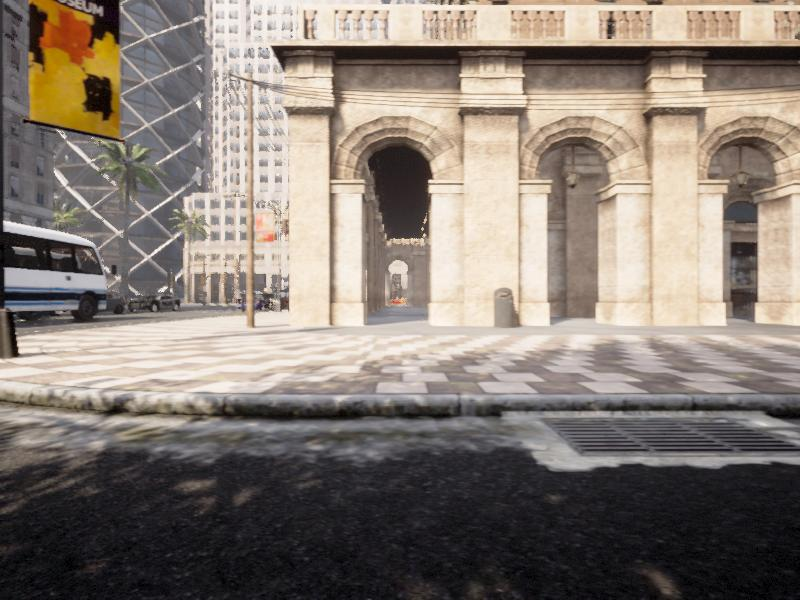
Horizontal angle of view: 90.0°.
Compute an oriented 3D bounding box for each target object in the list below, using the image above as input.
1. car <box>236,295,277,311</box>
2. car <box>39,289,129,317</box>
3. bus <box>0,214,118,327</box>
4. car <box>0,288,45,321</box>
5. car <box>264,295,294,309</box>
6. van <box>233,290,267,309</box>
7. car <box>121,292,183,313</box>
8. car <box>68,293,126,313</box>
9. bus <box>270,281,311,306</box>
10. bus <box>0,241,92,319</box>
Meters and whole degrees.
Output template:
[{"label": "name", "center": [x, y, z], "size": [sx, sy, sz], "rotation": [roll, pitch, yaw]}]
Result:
[{"label": "car", "center": [-13.410, 0.263, 37.803], "size": [2.163, 1.488, 4.792], "rotation": [0, 0, 0]}, {"label": "car", "center": [-20.439, 0.174, 26.207], "size": [2.242, 1.667, 4.611], "rotation": [0, 0, 0]}, {"label": "bus", "center": [-17.007, -1.120, 16.262], "size": [3.944, 4.253, 10.273], "rotation": [0, 0, 0]}, {"label": "car", "center": [-20.409, 0.205, 19.955], "size": [1.851, 1.617, 3.988], "rotation": [0, 0, 0]}, {"label": "car", "center": [-13.385, 0.240, 44.501], "size": [2.007, 1.525, 4.514], "rotation": [0, 0, 0]}, {"label": "van", "center": [-16.882, -0.014, 45.282], "size": [2.069, 2.038, 4.480], "rotation": [0, 0, 0]}, {"label": "car", "center": [-20.430, 0.188, 33.313], "size": [1.930, 1.638, 5.238], "rotation": [0, 0, 0]}, {"label": "car", "center": [-23.935, 0.247, 31.809], "size": [1.845, 1.501, 3.633], "rotation": [0, 0, 0]}, {"label": "bus", "center": [-20.024, -1.121, 72.468], "size": [3.944, 4.253, 10.273], "rotation": [0, 0, -35]}, {"label": "bus", "center": [-23.802, -1.114, 23.237], "size": [3.944, 4.253, 10.273], "rotation": [0, 0, 0]}]
